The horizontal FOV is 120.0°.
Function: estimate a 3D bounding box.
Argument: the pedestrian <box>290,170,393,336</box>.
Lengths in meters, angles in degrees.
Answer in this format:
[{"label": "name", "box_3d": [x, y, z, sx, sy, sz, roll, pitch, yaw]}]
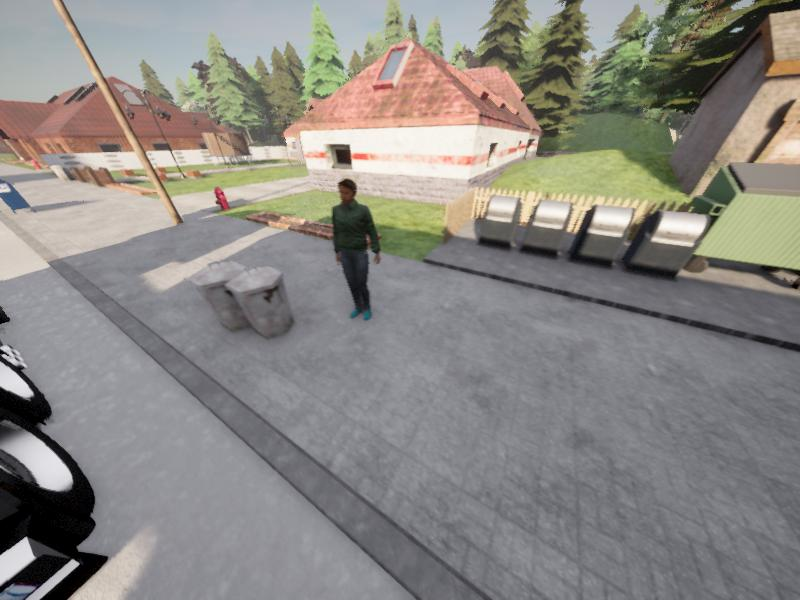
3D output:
[{"label": "pedestrian", "box_3d": [-0.578, -0.546, 2.936, 0.751, 1.860, 0.751, 9, 36, 13]}]

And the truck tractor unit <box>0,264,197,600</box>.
[{"label": "truck tractor unit", "box_3d": [-5.111, -0.300, 0.780, 6.516, 4.208, 3.053, 18, 39, 24]}]
